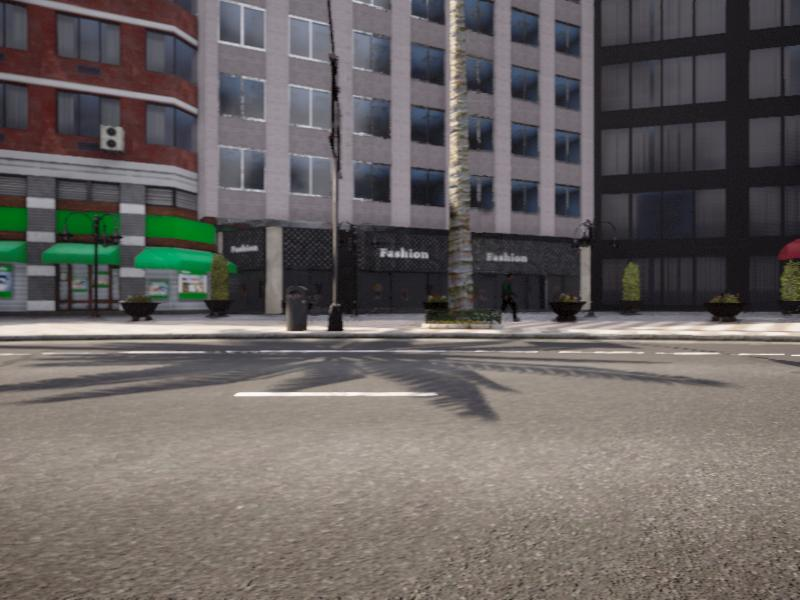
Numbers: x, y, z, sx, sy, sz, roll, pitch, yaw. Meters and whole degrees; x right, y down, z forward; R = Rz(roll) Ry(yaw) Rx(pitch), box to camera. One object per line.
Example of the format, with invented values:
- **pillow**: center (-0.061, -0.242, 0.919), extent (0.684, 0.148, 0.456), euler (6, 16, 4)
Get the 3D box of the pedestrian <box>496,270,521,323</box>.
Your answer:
- **pedestrian**: center (3.871, -0.121, 14.301), extent (0.751, 1.860, 0.751), euler (0, 0, 6)
